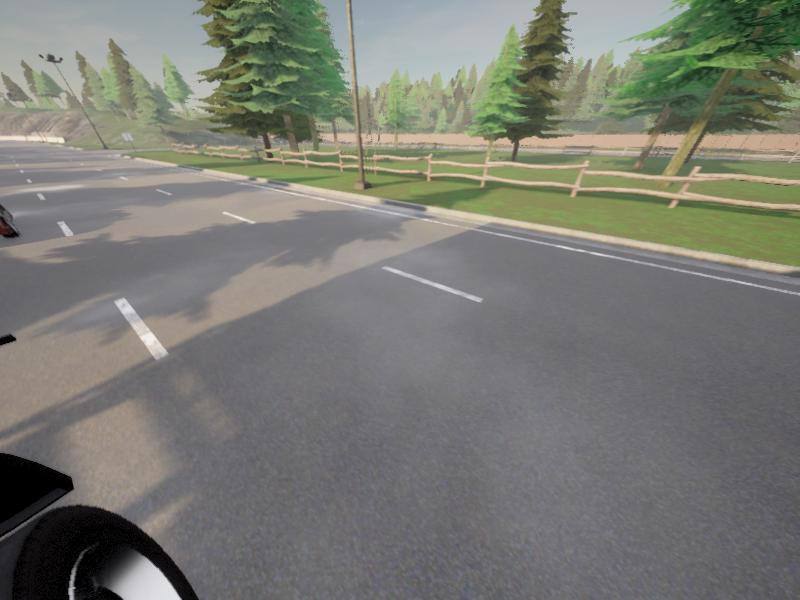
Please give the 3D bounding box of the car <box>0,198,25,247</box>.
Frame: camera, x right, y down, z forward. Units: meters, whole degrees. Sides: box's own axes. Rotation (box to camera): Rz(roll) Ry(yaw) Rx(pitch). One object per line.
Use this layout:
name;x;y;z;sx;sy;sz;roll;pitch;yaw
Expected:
car;-11.839;-2.252;5.785;4.181;1.385;1.994;22;41;28

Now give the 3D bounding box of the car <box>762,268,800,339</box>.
car;7.587;0.650;1.649;4.856;1.649;2.033;22;41;28
